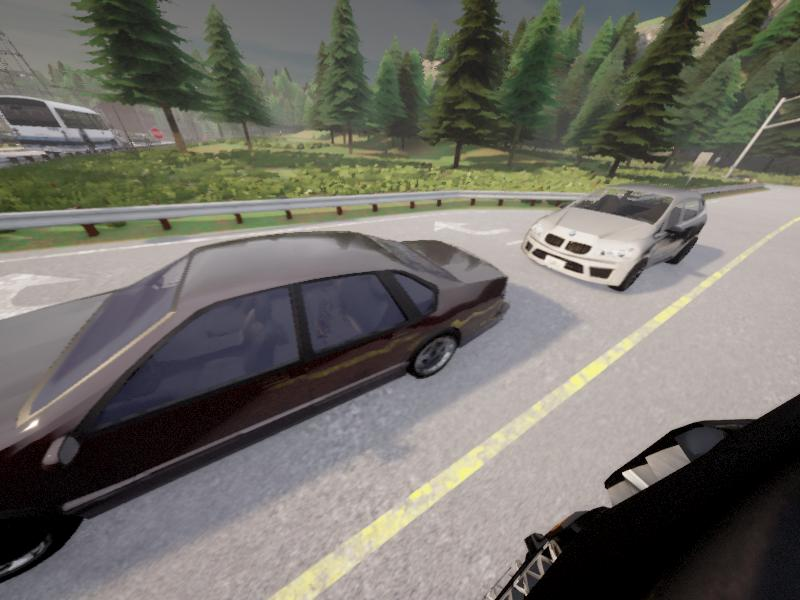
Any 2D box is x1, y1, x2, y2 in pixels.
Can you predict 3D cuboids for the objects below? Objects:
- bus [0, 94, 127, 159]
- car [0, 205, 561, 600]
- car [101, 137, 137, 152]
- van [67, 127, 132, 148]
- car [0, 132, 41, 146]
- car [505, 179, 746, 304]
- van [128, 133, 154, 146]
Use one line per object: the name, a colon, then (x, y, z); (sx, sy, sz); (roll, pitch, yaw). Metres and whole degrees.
bus: (-33.071, -16.941, 23.021); (3.944, 4.253, 10.273); (-15, 38, -25)
car: (-1.193, 0.182, 2.319); (5.357, 1.411, 2.033); (-16, 38, -26)
car: (-38.237, -21.248, 31.533); (1.845, 1.501, 3.633); (-15, 38, -25)
van: (-49.077, -26.561, 37.868); (6.366, 2.431, 2.351); (1, 28, -1)
car: (-55.023, -22.522, 32.203); (4.792, 1.488, 2.163); (-16, 38, -26)
car: (5.173, -1.742, 5.440); (4.611, 1.667, 2.242); (-16, 38, -26)
van: (-53.363, -33.166, 47.786); (2.069, 2.038, 4.480); (-15, 38, -25)
